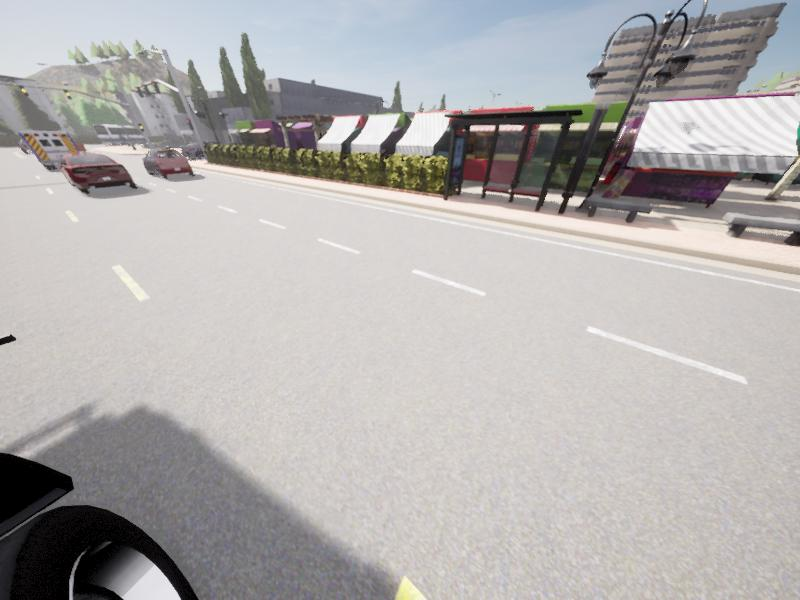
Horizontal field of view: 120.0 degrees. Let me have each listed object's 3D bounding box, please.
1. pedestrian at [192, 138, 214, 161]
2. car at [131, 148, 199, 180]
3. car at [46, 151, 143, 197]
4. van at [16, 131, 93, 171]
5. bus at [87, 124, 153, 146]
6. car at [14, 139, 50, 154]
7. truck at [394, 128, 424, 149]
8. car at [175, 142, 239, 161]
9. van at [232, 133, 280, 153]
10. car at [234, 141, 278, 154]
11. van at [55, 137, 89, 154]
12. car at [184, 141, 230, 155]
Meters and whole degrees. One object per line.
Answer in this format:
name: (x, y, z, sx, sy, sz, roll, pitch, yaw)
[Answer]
pedestrian: (-19.676, -15.077, 23.123, 0.751, 1.860, 0.751, 8, 36, 11)
car: (-15.289, -8.922, 15.048, 3.633, 1.501, 1.845, 22, 41, 28)
car: (-15.318, -6.457, 11.555, 5.008, 1.535, 1.882, 22, 41, 28)
van: (-28.296, -12.282, 18.895, 6.366, 2.431, 2.351, 23, 41, 29)
bus: (-71.925, -42.745, 59.977, 3.944, 4.253, 10.273, 0, 35, -1)
car: (-53.420, -22.305, 33.521, 5.027, 1.651, 2.152, 23, 41, 29)
truck: (2.239, -39.685, 56.771, 2.891, 3.827, 8.468, 23, 41, 29)
car: (-21.704, -16.978, 26.305, 2.152, 1.651, 5.027, 16, 38, 21)
van: (-23.694, -26.080, 38.371, 1.988, 2.561, 5.915, 24, 41, 29)
car: (-22.040, -23.552, 35.640, 1.801, 1.575, 5.366, 24, 42, 30)
van: (-47.915, -22.644, 33.742, 4.442, 1.987, 1.775, 22, 41, 27)
car: (-28.113, -22.256, 33.791, 2.007, 1.525, 4.514, 24, 41, 29)
